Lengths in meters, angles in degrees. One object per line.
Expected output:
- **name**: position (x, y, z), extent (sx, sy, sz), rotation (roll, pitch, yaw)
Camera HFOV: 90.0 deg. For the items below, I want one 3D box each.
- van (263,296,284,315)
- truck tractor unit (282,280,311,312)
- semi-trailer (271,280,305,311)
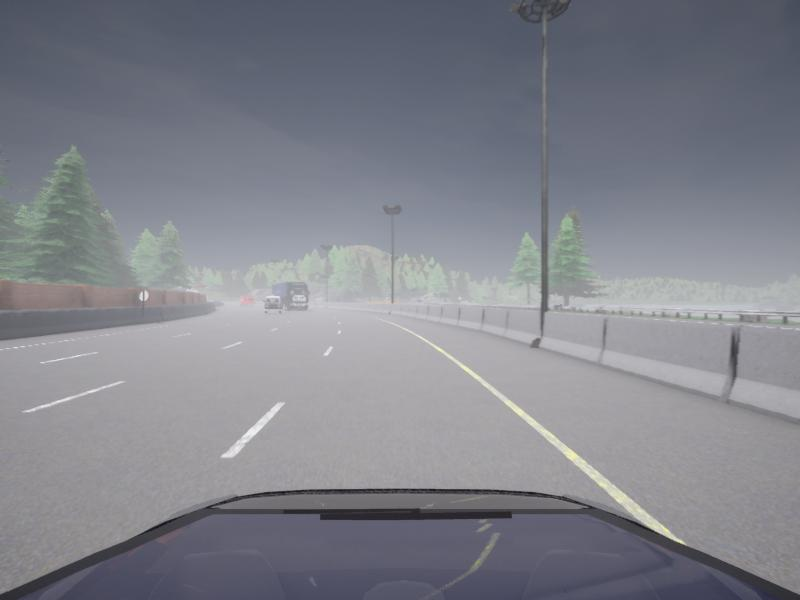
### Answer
- **van**: position (-14.040, 0.573, 44.311), extent (2.069, 2.038, 4.480), rotation (1, 0, -17)
- **truck tractor unit**: position (-14.837, -0.523, 56.945), extent (3.053, 4.208, 6.516), rotation (0, 0, -22)
- **semi-trailer**: position (-18.172, -0.621, 64.122), extent (2.717, 4.402, 14.254), rotation (0, 0, -26)
